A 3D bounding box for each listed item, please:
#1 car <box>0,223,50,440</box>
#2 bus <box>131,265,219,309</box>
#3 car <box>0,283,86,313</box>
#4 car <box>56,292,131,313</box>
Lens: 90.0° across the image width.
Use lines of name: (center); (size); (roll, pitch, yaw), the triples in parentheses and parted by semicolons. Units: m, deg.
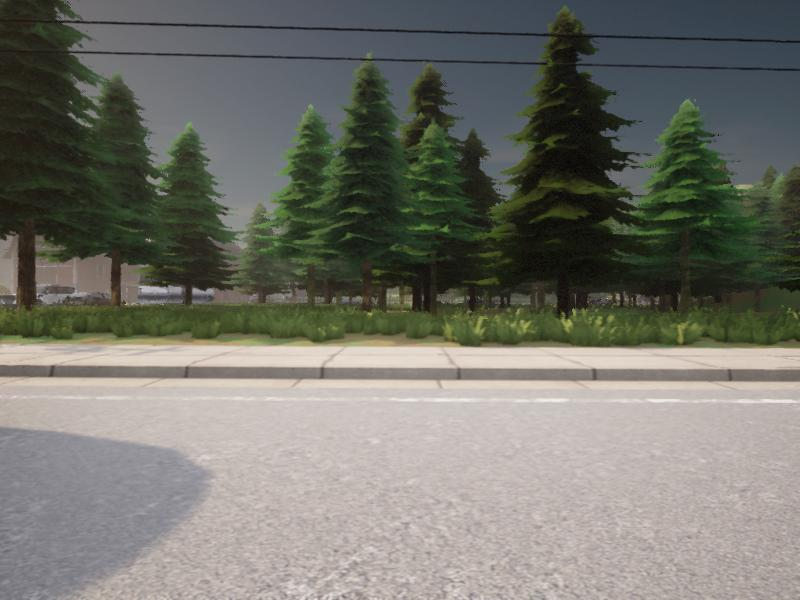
car: (-5.198, 0.203, 2.247); (4.892, 1.490, 1.837); (0, 0, 1)
bus: (-23.840, -1.220, 43.432); (3.944, 4.253, 10.273); (0, 0, -2)
car: (-26.871, -0.139, 30.107); (2.150, 2.045, 5.566); (0, 0, -2)
car: (-23.392, 0.163, 30.824); (2.163, 1.488, 4.792); (0, 0, -2)
